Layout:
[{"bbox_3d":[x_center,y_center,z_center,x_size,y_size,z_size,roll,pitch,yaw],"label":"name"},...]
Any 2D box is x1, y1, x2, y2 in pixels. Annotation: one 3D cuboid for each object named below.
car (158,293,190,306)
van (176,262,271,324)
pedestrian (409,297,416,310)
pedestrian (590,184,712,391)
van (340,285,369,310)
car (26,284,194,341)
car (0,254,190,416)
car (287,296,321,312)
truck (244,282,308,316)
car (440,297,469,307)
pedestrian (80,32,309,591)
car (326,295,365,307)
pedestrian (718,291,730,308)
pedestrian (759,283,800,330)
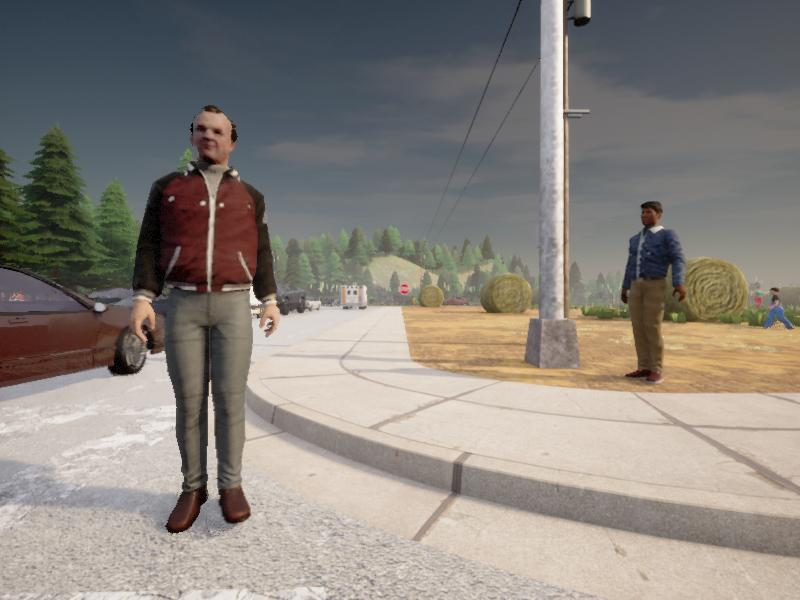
[{"bbox_3d":[-34.725,-0.067,61.471,3.866,1.878,1.905,0,0,1],"label":"car"},{"bbox_3d":[-8.243,-0.282,19.454,1.988,2.561,5.915,0,0,0],"label":"van"},{"bbox_3d":[1.046,0.266,32.836,0.500,1.100,0.500,0,0,13],"label":"pedestrian"},{"bbox_3d":[2.529,-0.113,4.084,0.751,1.860,0.751,0,0,-20],"label":"pedestrian"},{"bbox_3d":[-4.750,-0.231,42.566,2.351,2.431,6.366,0,0,0],"label":"van"},{"bbox_3d":[-8.237,0.306,11.969,1.994,1.385,4.181,0,0,0],"label":"car"},{"bbox_3d":[-4.488,0.298,3.719,2.033,1.411,5.357,0,0,3],"label":"car"},{"bbox_3d":[-8.267,0.331,34.936,1.895,1.301,4.718,0,0,0],"label":"car"},{"bbox_3d":[-8.228,-0.067,27.332,2.390,2.098,6.274,0,0,0],"label":"truck"},{"bbox_3d":[8.040,0.230,59.628,4.193,1.474,1.816,0,0,3],"label":"car"},{"bbox_3d":[-0.865,0.039,1.823,0.751,1.860,0.751,0,0,-23],"label":"pedestrian"},{"bbox_3d":[-7.732,0.128,56.879,5.238,1.638,1.930,0,0,3],"label":"car"},{"bbox_3d":[35.192,-0.074,43.473,0.751,1.860,0.751,0,0,-31],"label":"pedestrian"},{"bbox_3d":[10.904,0.179,11.512,0.751,1.300,0.751,0,0,35],"label":"pedestrian"}]
